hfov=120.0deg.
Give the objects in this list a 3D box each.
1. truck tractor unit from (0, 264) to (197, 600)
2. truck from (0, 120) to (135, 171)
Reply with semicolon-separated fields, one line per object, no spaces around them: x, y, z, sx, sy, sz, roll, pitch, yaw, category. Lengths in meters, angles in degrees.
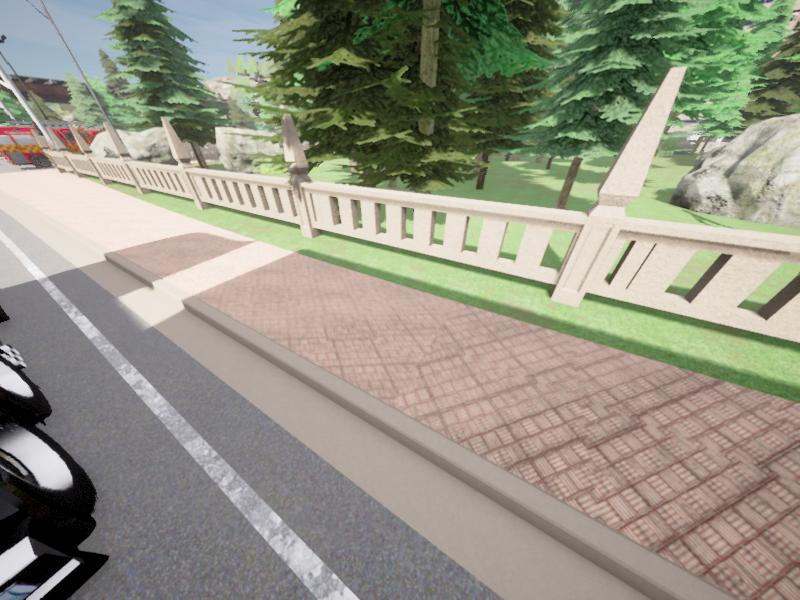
-5.109;-0.304;0.775;6.516;4.208;3.053;18;39;24;truck tractor unit
-35.438;-16.346;24.409;2.891;3.827;8.468;18;39;25;truck
